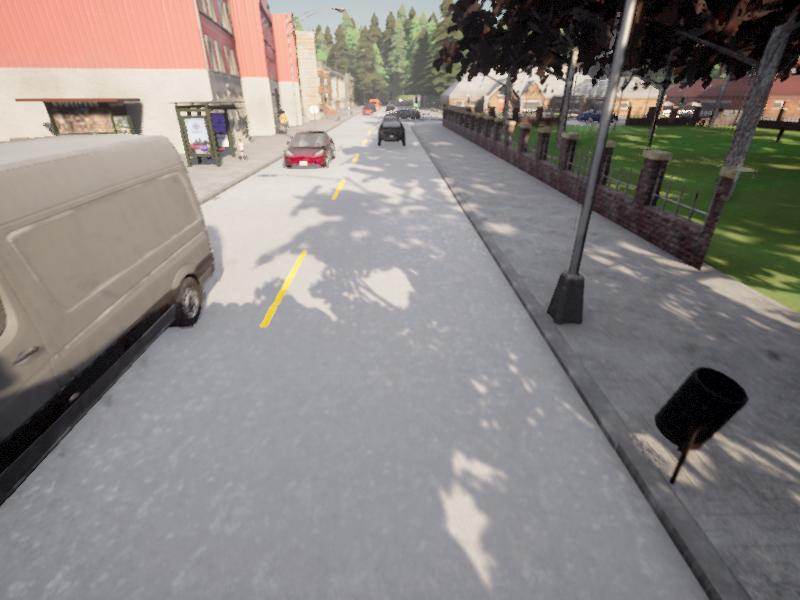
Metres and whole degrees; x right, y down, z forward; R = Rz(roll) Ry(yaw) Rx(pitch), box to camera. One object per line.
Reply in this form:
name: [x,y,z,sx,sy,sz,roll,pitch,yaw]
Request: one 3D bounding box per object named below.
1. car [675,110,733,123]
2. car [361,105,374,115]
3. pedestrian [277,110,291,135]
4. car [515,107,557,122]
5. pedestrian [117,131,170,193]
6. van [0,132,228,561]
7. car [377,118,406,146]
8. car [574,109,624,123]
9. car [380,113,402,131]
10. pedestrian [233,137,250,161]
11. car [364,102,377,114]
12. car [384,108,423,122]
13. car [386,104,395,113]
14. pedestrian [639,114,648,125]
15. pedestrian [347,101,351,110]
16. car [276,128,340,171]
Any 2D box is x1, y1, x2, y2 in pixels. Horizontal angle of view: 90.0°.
car: [37.861,-22.908,49.982,5.357,1.411,2.033,0,27,1]
car: [-5.626,-33.301,70.172,2.007,1.525,4.514,0,27,-1]
pedestrian: [-9.682,-14.865,33.458,0.751,1.860,0.751,0,27,1]
car: [17.946,-24.669,53.110,4.611,1.667,2.242,-1,27,0]
pedestrian: [-8.550,-4.626,13.413,0.751,1.860,0.751,4,27,9]
van: [-3.982,0.008,3.873,1.988,2.561,5.915,-1,27,-1]
car: [-0.602,-12.082,28.644,1.882,1.535,5.008,-1,27,-1]
car: [24.682,-22.861,49.736,5.008,1.535,1.882,-1,27,-1]
car: [-0.900,-18.131,40.642,2.033,1.411,5.357,-1,27,-1]
pedestrian: [-7.872,-7.502,19.877,0.500,1.100,0.500,0,27,-1]
car: [-5.865,-38.322,79.945,2.150,2.045,5.566,-1,27,-1]
car: [0.481,-25.193,54.359,4.892,1.490,1.837,12,31,21]
car: [-1.925,-39.406,82.196,1.837,1.490,4.892,-1,28,-1]
pedestrian: [27.497,-20.430,45.177,0.500,1.100,0.500,-1,27,-2]
pedestrian: [-11.793,-44.809,92.075,0.751,1.860,0.751,-2,27,-3]
car: [-4.378,-7.562,19.856,2.163,1.488,4.792,-1,27,-1]
